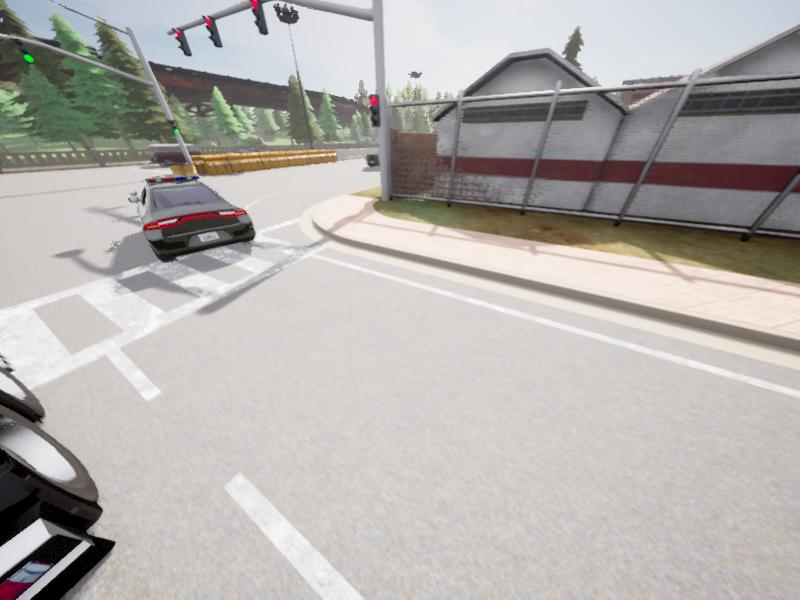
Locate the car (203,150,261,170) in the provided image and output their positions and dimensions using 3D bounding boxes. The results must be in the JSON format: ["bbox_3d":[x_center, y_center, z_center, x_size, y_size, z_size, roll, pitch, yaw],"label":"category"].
[{"bbox_3d":[-16.793,-14.217,23.353,1.994,1.385,4.181,17,38,23],"label":"car"}]

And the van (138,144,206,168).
[{"bbox_3d":[-23.893,-15.346,24.496,1.775,1.987,4.442,17,38,23],"label":"van"}]

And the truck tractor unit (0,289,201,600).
[{"bbox_3d":[-5.152,-0.257,0.718,6.516,4.208,3.053,17,38,22],"label":"truck tractor unit"}]

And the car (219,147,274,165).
[{"bbox_3d":[-18.044,-17.163,27.468,2.128,1.511,4.902,17,38,23],"label":"car"}]

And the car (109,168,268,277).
[{"bbox_3d":[-5.832,-2.513,6.314,2.038,1.542,4.974,-29,44,-35],"label":"car"}]
